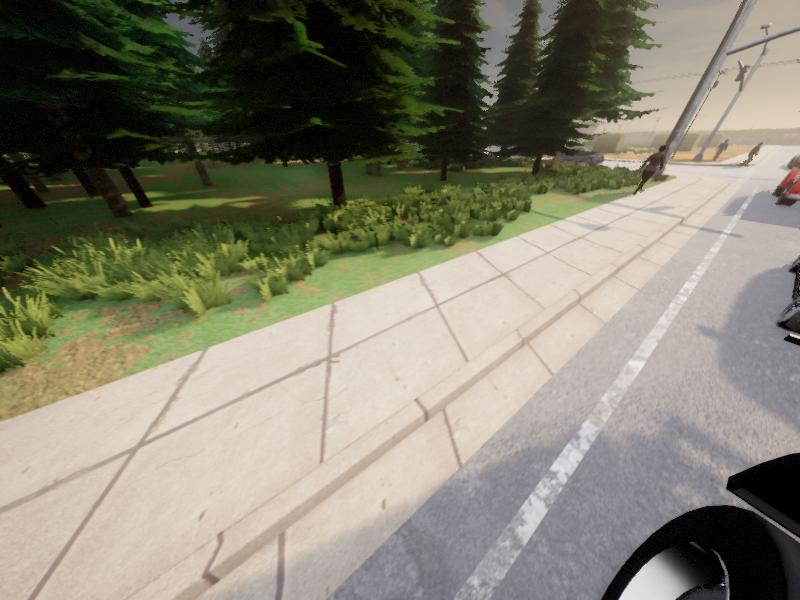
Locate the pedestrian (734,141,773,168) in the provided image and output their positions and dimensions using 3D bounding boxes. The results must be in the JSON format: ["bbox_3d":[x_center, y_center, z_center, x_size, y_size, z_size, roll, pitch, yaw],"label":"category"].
[{"bbox_3d":[29.437,-12.129,19.294,0.751,1.860,0.751,16,38,22],"label":"pedestrian"}]

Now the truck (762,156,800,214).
[{"bbox_3d":[16.530,-4.718,8.354,5.204,2.467,2.627,-23,41,-28],"label":"truck"}]

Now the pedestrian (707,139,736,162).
[{"bbox_3d":[31.160,-14.552,22.449,0.751,1.860,0.751,22,41,28],"label":"pedestrian"}]

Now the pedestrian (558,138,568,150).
[{"bbox_3d":[31.829,-30.486,45.059,0.751,1.860,0.751,-27,43,-32],"label":"pedestrian"}]

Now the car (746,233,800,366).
[{"bbox_3d":[7.177,-0.316,3.001,4.902,1.511,2.128,-22,40,-27],"label":"car"}]

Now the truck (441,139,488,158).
[{"bbox_3d":[9.078,-21.888,33.161,2.390,2.098,6.274,-22,40,-27],"label":"truck"}]

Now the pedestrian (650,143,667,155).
[{"bbox_3d":[35.419,-20.737,31.683,0.751,1.300,0.751,-8,36,-10],"label":"pedestrian"}]

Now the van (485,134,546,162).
[{"bbox_3d":[13.552,-18.348,27.722,1.988,2.561,5.915,-22,40,-28],"label":"van"}]

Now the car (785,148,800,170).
[{"bbox_3d":[33.849,-11.521,18.852,4.181,1.385,1.994,-24,41,-30],"label":"car"}]

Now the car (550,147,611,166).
[{"bbox_3d":[17.823,-14.345,23.022,1.994,1.385,4.181,-22,41,-28],"label":"car"}]

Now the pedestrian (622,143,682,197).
[{"bbox_3d":[10.244,-5.318,9.474,0.751,1.860,0.751,-18,39,-23],"label":"pedestrian"}]

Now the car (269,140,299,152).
[{"bbox_3d":[-22.784,-30.285,45.441,4.605,1.855,1.932,-20,40,-26],"label":"car"}]
